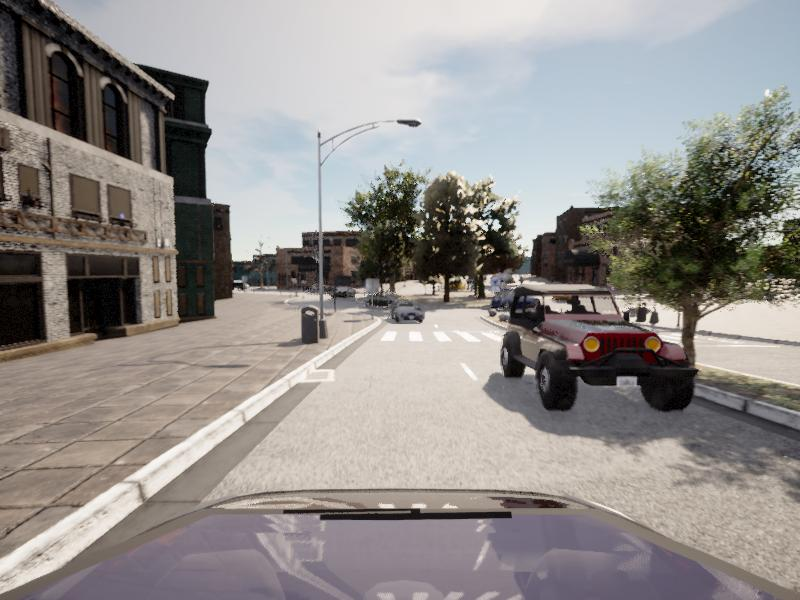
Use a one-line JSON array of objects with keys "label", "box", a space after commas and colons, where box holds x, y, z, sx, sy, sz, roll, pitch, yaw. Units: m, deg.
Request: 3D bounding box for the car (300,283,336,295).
[{"label": "car", "box": [-12.738, -1.769, 62.358, 5.238, 1.638, 1.930, 2, 5, 21]}]

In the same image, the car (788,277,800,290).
[{"label": "car", "box": [48.205, -1.971, 46.157, 2.002, 1.452, 4.674, -4, 2, -4]}]

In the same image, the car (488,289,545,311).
[{"label": "car", "box": [10.682, -0.021, 36.698, 4.553, 1.767, 2.097, -1, 4, -18]}]

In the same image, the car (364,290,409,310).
[{"label": "car", "box": [-1.310, -0.005, 37.712, 3.988, 1.617, 1.851, 3, 5, 36]}]

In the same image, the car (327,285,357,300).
[{"label": "car", "box": [-7.382, -0.997, 51.470, 1.930, 1.638, 5.238, 1, 4, 14]}]

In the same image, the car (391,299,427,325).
[{"label": "car", "box": [0.503, 0.722, 26.659, 1.816, 1.474, 4.193, 0, 2, -6]}]

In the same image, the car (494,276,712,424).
[{"label": "car", "box": [3.030, 0.638, 7.024, 1.905, 1.878, 3.866, 0, 0, 1]}]
